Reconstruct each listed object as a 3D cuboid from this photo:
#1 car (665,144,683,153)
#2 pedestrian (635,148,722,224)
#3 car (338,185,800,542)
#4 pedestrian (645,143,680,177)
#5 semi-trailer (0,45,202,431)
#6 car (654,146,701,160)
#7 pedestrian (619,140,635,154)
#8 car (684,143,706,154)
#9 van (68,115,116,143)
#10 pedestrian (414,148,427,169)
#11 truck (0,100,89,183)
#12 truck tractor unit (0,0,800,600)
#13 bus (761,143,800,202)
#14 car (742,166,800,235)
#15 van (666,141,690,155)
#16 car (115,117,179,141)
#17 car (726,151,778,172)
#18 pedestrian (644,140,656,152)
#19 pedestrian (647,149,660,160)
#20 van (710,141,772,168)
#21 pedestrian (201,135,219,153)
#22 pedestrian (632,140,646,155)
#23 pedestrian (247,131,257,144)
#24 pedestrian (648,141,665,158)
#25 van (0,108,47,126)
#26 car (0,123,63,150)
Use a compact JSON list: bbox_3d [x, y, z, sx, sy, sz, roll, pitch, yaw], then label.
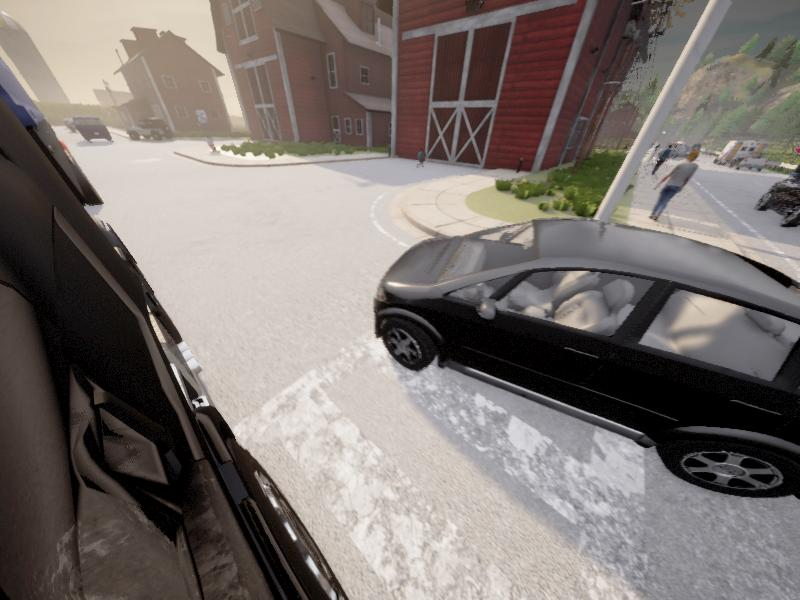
[{"bbox_3d":[59.937,-33.220,50.666,1.837,1.490,4.892,29,44,31],"label":"car"},{"bbox_3d":[8.042,-3.348,6.825,0.751,1.860,0.751,25,42,27],"label":"pedestrian"},{"bbox_3d":[1.540,0.069,2.356,3.705,1.549,1.789,17,41,19],"label":"car"},{"bbox_3d":[17.815,-9.543,15.734,0.751,1.860,0.751,28,44,30],"label":"pedestrian"},{"bbox_3d":[-8.714,-3.584,4.229,14.254,4.402,2.717,28,44,30],"label":"semi-trailer"},{"bbox_3d":[41.014,-21.822,34.332,1.994,1.385,4.181,3,37,0],"label":"car"},{"bbox_3d":[35.744,-24.150,36.432,0.751,1.860,0.751,-9,38,-15],"label":"pedestrian"},{"bbox_3d":[64.621,-33.258,50.692,1.905,1.878,3.866,29,44,31],"label":"car"},{"bbox_3d":[-29.553,-16.395,22.171,4.442,1.987,1.775,27,44,31],"label":"van"},{"bbox_3d":[1.280,-8.961,14.605,0.500,1.100,0.500,29,44,30],"label":"pedestrian"},{"bbox_3d":[-16.345,-6.840,9.787,5.204,2.467,2.627,28,44,30],"label":"truck"},{"bbox_3d":[-2.645,-0.295,0.351,6.516,4.208,3.053,28,44,30],"label":"truck tractor unit"},{"bbox_3d":[21.645,-5.973,9.464,3.944,4.253,10.273,28,43,30],"label":"bus"},{"bbox_3d":[14.516,-3.360,7.822,2.128,1.511,4.902,29,44,31],"label":"car"},{"bbox_3d":[54.788,-30.041,45.641,2.069,2.038,4.480,29,44,31],"label":"van"},{"bbox_3d":[-26.923,-18.319,24.786,3.866,1.878,1.905,-1,42,-2],"label":"car"},{"bbox_3d":[35.911,-14.250,23.718,1.845,1.501,3.633,29,44,31],"label":"car"},{"bbox_3d":[48.776,-30.008,45.085,0.751,1.860,0.751,25,42,27],"label":"pedestrian"},{"bbox_3d":[30.471,-17.485,27.801,0.500,1.100,0.500,-23,44,-30],"label":"pedestrian"},{"bbox_3d":[40.365,-17.529,27.640,2.351,2.431,6.366,29,44,31],"label":"van"},{"bbox_3d":[-13.994,-11.494,17.031,0.500,1.100,0.500,25,42,28],"label":"pedestrian"},{"bbox_3d":[37.636,-24.043,36.403,0.751,1.860,0.751,21,40,23],"label":"pedestrian"},{"bbox_3d":[-16.678,-18.372,26.116,0.500,1.100,0.500,27,43,29],"label":"pedestrian"},{"bbox_3d":[35.740,-20.993,32.193,0.751,1.860,0.751,29,44,31],"label":"pedestrian"},{"bbox_3d":[-72.949,-34.723,43.811,1.988,2.561,5.915,29,44,31],"label":"van"},{"bbox_3d":[-27.758,-12.446,17.523,4.181,1.385,1.994,28,44,30],"label":"car"}]
